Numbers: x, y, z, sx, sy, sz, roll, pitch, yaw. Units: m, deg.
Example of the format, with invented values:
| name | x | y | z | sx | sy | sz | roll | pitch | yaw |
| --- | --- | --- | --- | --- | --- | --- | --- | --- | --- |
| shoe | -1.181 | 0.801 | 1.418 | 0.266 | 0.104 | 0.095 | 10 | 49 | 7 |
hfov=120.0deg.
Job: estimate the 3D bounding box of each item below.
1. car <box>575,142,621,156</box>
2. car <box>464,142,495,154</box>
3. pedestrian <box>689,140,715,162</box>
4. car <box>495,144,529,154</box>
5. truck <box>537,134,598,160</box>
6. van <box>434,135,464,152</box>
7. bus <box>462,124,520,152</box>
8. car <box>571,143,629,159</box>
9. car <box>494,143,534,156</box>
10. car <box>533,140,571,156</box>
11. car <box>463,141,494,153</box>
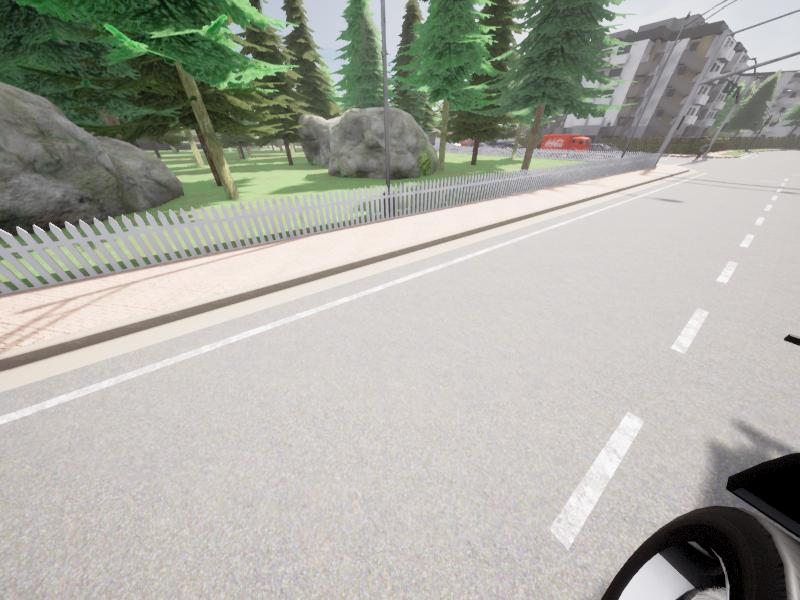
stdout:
| name | x | y | z | sx | sy | sz | roll | pitch | yaw |
| --- | --- | --- | --- | --- | --- | --- | --- | --- | --- |
| car | 29.438 | -22.604 | 34.486 | 2.007 | 1.525 | 4.514 | -21 | 40 | -26 |
| car | 13.341 | -25.714 | 39.053 | 1.837 | 1.490 | 4.892 | -21 | 40 | -26 |
| pedestrian | 31.691 | -15.639 | 24.242 | 0.751 | 1.860 | 0.751 | -19 | 39 | -25 |
| car | 18.360 | -24.899 | 38.031 | 1.895 | 1.301 | 4.718 | -21 | 40 | -26 |
| truck | 20.913 | -19.419 | 29.205 | 2.627 | 2.467 | 5.204 | -21 | 40 | -26 |
| van | 9.172 | -29.823 | 44.015 | 1.988 | 2.561 | 5.915 | -21 | 40 | -26 |
| bus | 18.287 | -33.440 | 47.608 | 3.944 | 4.253 | 10.273 | -21 | 41 | -26 |
| car | 25.189 | -18.950 | 29.340 | 2.128 | 1.511 | 4.902 | -21 | 40 | -26 |
| car | 16.911 | -22.558 | 34.543 | 1.837 | 1.490 | 4.892 | -21 | 40 | -26 |
| car | 21.880 | -22.027 | 33.406 | 1.905 | 1.878 | 3.866 | -21 | 40 | -26 |
| car | 14.435 | -28.503 | 42.896 | 2.152 | 1.651 | 5.027 | -21 | 40 | -26 |
